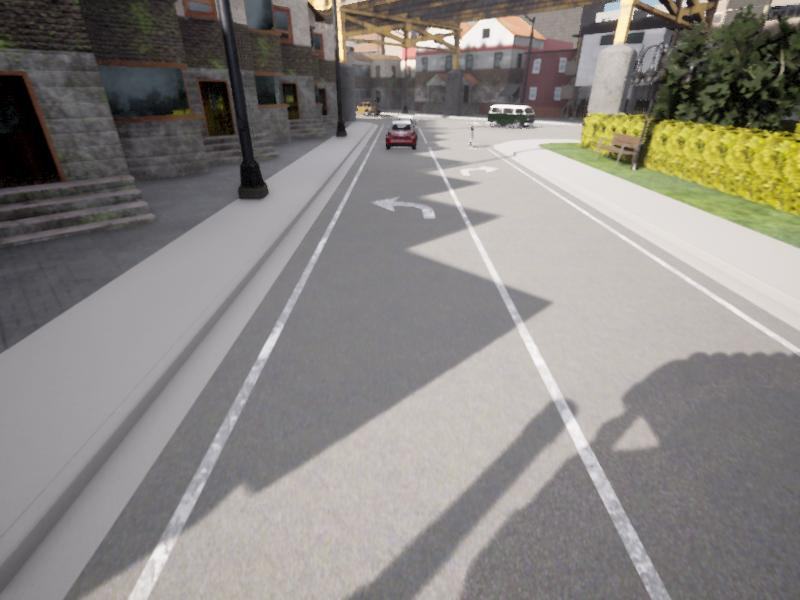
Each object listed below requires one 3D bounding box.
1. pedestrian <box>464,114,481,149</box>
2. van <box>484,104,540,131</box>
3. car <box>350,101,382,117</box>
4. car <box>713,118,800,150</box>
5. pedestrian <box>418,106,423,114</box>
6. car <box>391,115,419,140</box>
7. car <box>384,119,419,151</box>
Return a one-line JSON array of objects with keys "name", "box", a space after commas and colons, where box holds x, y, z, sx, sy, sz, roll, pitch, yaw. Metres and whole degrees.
[{"name": "pedestrian", "box": [4.338, -10.093, 23.965, 0.751, 1.860, 0.751, 6, 28, 11]}, {"name": "van", "box": [10.482, -17.301, 37.785, 2.069, 2.038, 4.480, -24, 36, -39]}, {"name": "car", "box": [-4.760, -26.741, 55.933, 1.932, 1.855, 4.605, -24, 36, -39]}, {"name": "car", "box": [23.914, -10.741, 25.819, 1.801, 1.575, 5.366, -24, 36, -39]}, {"name": "pedestrian", "box": [2.970, -27.881, 58.696, 0.500, 1.100, 0.500, 16, 31, 28]}, {"name": "car", "box": [0.374, -12.895, 29.779, 1.970, 1.475, 3.806, 1, 27, 1]}, {"name": "car", "box": [0.108, -10.210, 24.606, 1.970, 1.475, 3.806, 1, 27, 1]}]
